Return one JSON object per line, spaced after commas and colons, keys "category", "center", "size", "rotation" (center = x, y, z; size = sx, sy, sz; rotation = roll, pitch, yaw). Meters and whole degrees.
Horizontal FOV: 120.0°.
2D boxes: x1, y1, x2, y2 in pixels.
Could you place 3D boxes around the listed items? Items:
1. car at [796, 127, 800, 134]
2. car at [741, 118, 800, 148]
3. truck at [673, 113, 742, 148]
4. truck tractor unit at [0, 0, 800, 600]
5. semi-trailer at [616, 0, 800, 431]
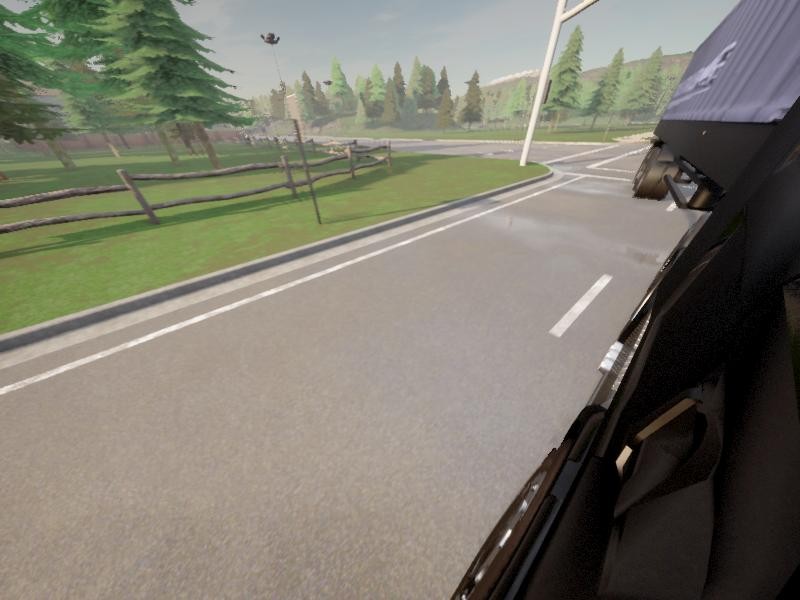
{"category": "car", "center": [46.581, -19.504, 25.572], "size": [4.856, 1.649, 2.033], "rotation": [-28, 44, -29]}
{"category": "car", "center": [29.199, -13.131, 18.076], "size": [5.027, 1.651, 2.152], "rotation": [-28, 44, -30]}
{"category": "truck", "center": [26.128, -14.453, 19.596], "size": [6.274, 2.098, 2.390], "rotation": [-27, 44, -30]}
{"category": "truck tractor unit", "center": [2.645, -0.295, 0.351], "size": [6.516, 4.208, 3.053], "rotation": [-28, 44, -30]}
{"category": "semi-trailer", "center": [7.853, -4.077, 4.908], "size": [2.717, 4.402, 14.254], "rotation": [25, 45, 30]}
